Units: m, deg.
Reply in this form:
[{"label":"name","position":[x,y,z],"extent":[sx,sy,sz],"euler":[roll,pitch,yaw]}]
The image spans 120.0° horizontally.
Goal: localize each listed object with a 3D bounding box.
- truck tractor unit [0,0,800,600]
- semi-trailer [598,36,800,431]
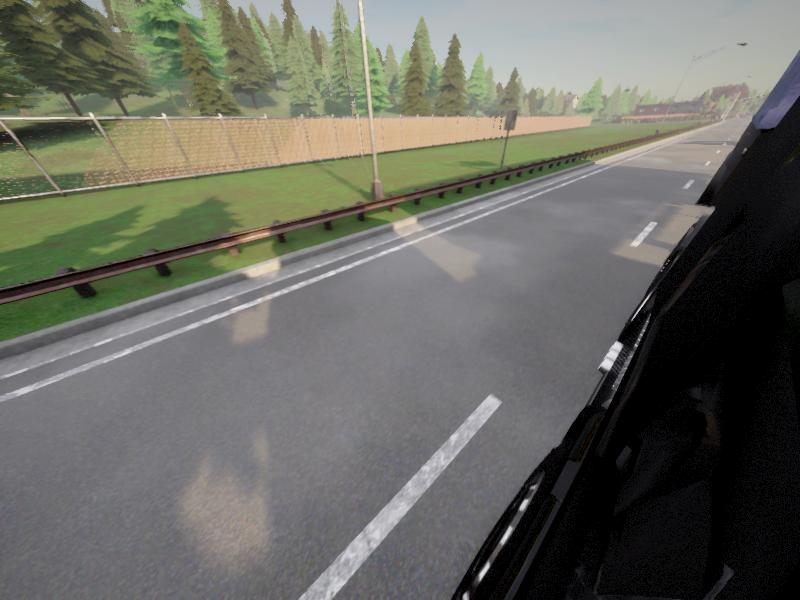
[{"label":"truck tractor unit","position":[2.645,-0.295,0.351],"extent":[6.516,4.208,3.053],"euler":[-28,44,-30]},{"label":"semi-trailer","position":[8.690,-3.599,4.251],"extent":[14.254,4.402,2.717],"euler":[-28,43,-30]}]
